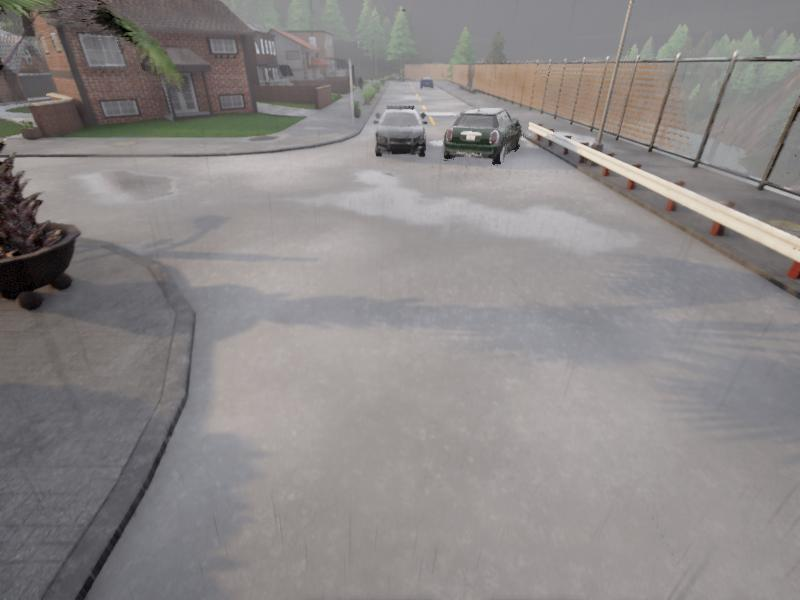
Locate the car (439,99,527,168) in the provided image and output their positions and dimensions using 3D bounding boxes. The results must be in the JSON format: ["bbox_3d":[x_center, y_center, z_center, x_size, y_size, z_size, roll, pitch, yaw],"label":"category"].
[{"bbox_3d":[3.273,-6.485,15.253,2.097,1.767,4.553,13,33,21],"label":"car"}]

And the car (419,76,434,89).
[{"bbox_3d":[4.058,-33.528,61.595,1.882,1.535,5.008,0,30,0],"label":"car"}]

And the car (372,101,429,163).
[{"bbox_3d":[0.024,-6.986,16.257,1.930,1.638,5.238,0,30,0],"label":"car"}]

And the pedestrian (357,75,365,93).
[{"bbox_3d":[-4.644,-25.603,47.513,0.751,1.860,0.751,0,30,-1],"label":"pedestrian"}]
